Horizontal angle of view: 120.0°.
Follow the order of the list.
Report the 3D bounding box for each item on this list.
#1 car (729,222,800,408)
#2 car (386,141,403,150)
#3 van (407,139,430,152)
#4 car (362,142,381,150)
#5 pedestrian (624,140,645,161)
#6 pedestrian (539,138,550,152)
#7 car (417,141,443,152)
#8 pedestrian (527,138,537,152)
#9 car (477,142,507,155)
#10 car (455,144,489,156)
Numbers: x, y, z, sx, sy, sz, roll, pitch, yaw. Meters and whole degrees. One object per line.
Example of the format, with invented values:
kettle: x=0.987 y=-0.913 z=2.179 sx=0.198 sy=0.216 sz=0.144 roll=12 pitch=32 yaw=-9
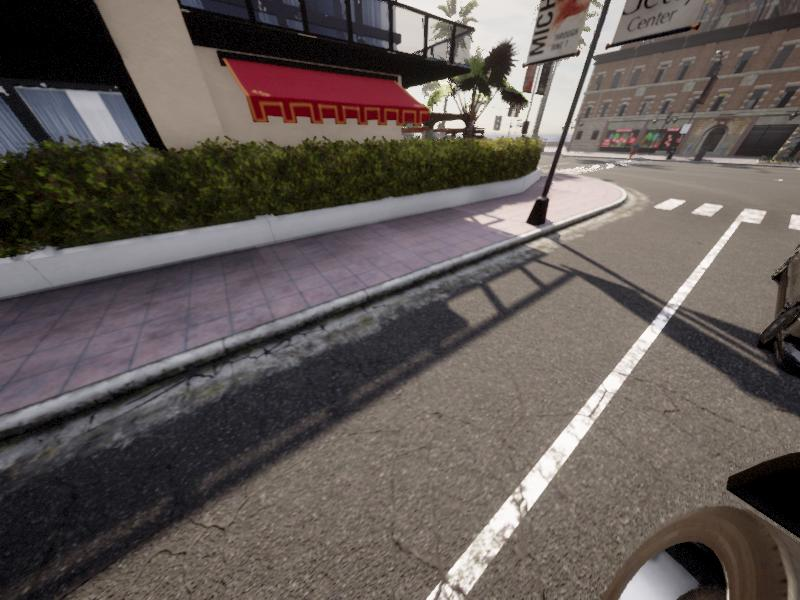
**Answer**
car: x=6.559 y=-0.126 z=2.832 sx=5.357 sy=1.411 sz=2.033 roll=-22 pitch=41 yaw=-28
car: x=-1.276 y=-35.379 z=52.752 sx=1.789 sy=1.549 sz=3.705 roll=-28 pitch=44 yaw=-33
van: x=3.396 y=-28.588 z=42.714 sx=1.775 sy=1.987 sz=4.442 roll=-22 pitch=41 yaw=-28
car: x=-6.641 y=-35.922 z=53.662 sx=4.674 sy=1.442 sz=1.812 roll=29 pitch=44 yaw=34
pedestrian: x=25.107 y=-16.004 z=24.764 sx=0.751 sy=1.860 sz=0.751 roll=-24 pitch=42 yaw=-30
pedestrian: x=22.823 y=-24.428 z=36.468 sx=0.751 sy=1.860 sz=0.751 roll=-15 pitch=38 yaw=-20
car: x=5.738 y=-30.046 z=45.064 sx=1.930 sy=1.638 sz=5.238 roll=-22 pitch=40 yaw=-28
pedestrian: x=21.542 y=-25.363 z=37.804 sx=0.751 sy=1.860 sz=0.751 roll=27 pitch=43 yaw=33
car: x=13.937 y=-23.166 z=35.320 sx=1.789 sy=1.549 sz=3.705 roll=-22 pitch=41 yaw=-27
car: x=10.589 y=-22.295 z=34.331 sx=1.895 sy=1.301 sz=4.718 roll=-22 pitch=40 yaw=-27
